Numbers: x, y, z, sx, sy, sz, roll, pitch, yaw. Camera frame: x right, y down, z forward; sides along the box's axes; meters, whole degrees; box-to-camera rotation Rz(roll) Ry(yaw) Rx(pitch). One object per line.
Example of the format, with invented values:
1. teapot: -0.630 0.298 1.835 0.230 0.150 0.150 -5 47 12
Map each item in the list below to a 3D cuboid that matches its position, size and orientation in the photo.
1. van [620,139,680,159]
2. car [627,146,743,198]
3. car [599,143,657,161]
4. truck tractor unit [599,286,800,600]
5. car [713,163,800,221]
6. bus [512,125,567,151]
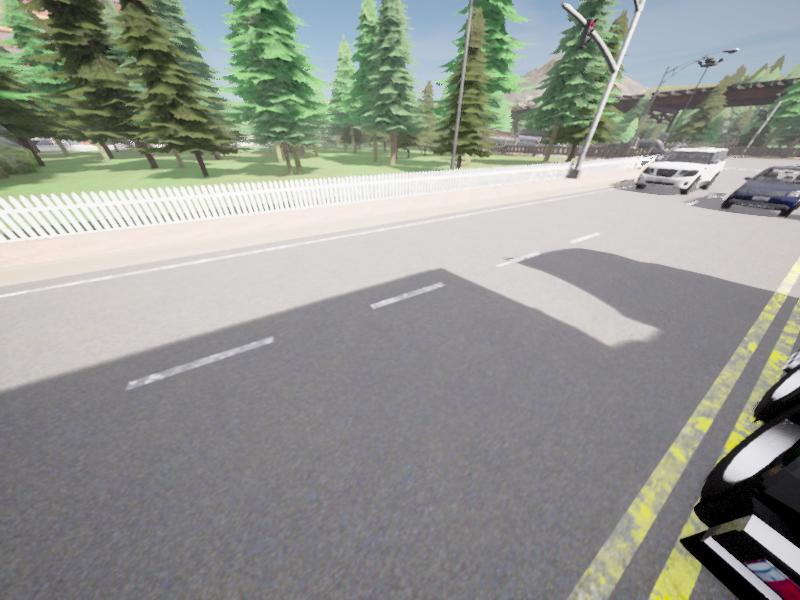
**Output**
1. van: 40.852 -24.920 38.082 1.988 2.561 5.915 -19 40 -26
2. car: 15.668 -7.184 12.728 5.566 2.045 2.150 -18 39 -25
3. car: 34.705 -22.823 35.434 2.150 2.045 5.566 -20 40 -26
4. truck tractor unit: 5.145 -0.266 0.738 6.516 4.208 3.053 -17 38 -22
5. car: 14.907 -4.414 9.170 3.705 1.549 1.789 -18 39 -25
6. bus: 33.927 -40.072 56.900 3.944 4.253 10.273 -19 44 -26
